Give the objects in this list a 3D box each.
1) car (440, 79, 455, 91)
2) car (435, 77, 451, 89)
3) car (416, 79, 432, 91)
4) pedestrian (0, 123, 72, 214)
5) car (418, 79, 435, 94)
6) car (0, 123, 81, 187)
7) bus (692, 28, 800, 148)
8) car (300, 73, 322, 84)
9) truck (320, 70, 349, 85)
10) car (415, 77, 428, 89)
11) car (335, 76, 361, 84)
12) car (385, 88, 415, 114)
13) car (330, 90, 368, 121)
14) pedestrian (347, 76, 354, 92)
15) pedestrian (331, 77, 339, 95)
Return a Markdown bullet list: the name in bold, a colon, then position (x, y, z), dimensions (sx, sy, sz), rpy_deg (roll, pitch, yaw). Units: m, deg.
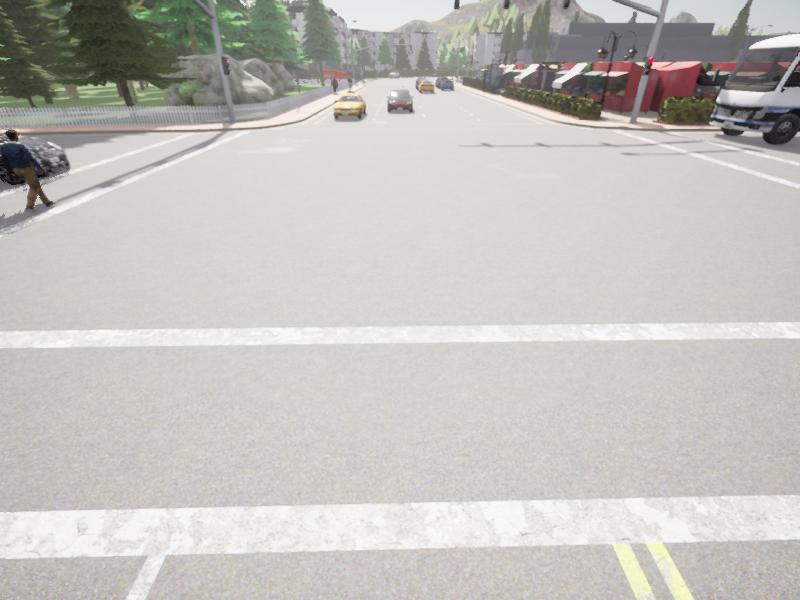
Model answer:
- **car**: position (7.011, -31.994, 59.473), dimensions (1.816, 1.474, 4.193), rpy_deg (0, 30, 0)
- **car**: position (7.011, -35.350, 65.080), dimensions (2.033, 1.649, 4.856), rpy_deg (0, 30, 0)
- **car**: position (3.522, -32.244, 59.895), dimensions (2.163, 1.488, 4.792), rpy_deg (0, 30, 0)
- **pedestrian**: position (-8.571, -3.001, 9.190), dimensions (0.751, 1.860, 0.751), rpy_deg (1, 30, 1)
- **car**: position (3.551, -28.885, 54.075), dimensions (1.882, 1.535, 5.008), rpy_deg (0, 30, 0)
- **car**: position (-12.364, -4.306, 11.850), dimensions (3.806, 1.475, 1.970), rpy_deg (-4, 30, -7)
- **bus**: position (20.117, -9.358, 17.771), dimensions (10.273, 4.253, 3.944), rpy_deg (0, 30, 0)
- **car**: position (-18.483, -45.961, 83.038), dimensions (3.866, 1.878, 1.905), rpy_deg (1, 30, 1)
- **truck**: position (-13.001, -44.388, 79.743), dimensions (5.204, 2.467, 2.627), rpy_deg (1, 30, 1)
- **car**: position (3.511, -35.711, 65.788), dimensions (1.882, 1.535, 5.008), rpy_deg (0, 30, 0)
- **car**: position (-10.780, -45.678, 82.978), dimensions (4.902, 1.511, 2.128), rpy_deg (1, 30, 1)
- **car**: position (0.007, -15.943, 31.926), dimensions (2.163, 1.488, 4.792), rpy_deg (0, 30, 0)
- **car**: position (-3.448, -13.660, 27.910), dimensions (1.801, 1.575, 5.366), rpy_deg (1, 30, 1)
- **pedestrian**: position (-6.598, -28.707, 53.097), dimensions (0.751, 1.860, 0.751), rpy_deg (1, 30, 2)
- **pedestrian**: position (-7.742, -25.484, 47.568), dimensions (0.751, 1.860, 0.751), rpy_deg (1, 30, 1)
